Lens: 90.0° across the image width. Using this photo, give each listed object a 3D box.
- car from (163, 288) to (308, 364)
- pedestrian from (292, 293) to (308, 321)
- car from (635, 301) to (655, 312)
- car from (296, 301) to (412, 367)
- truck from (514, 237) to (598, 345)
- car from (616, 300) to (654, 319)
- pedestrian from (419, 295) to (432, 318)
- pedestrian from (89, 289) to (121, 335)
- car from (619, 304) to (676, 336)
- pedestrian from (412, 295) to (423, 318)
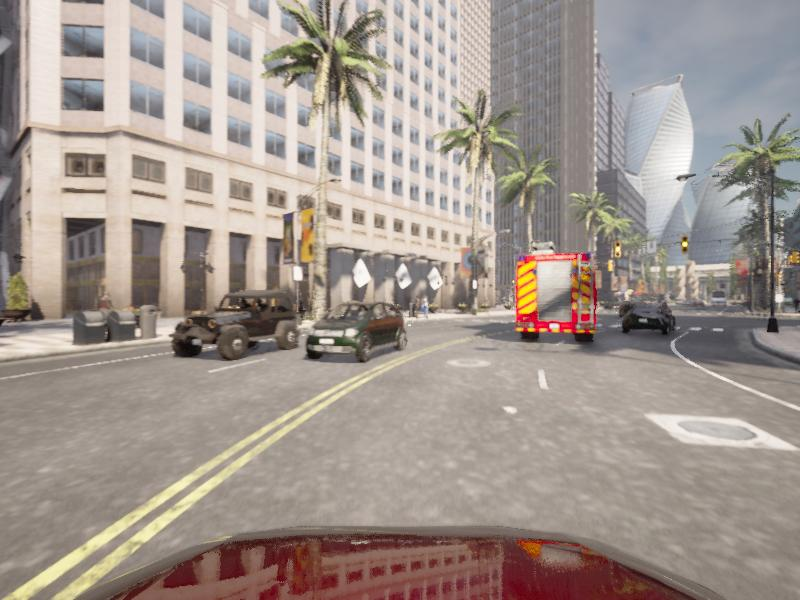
[{"bbox_3d":[-4.656,0.644,11.979,1.905,1.878,3.866,0,0,21],"label":"car"},{"bbox_3d":[-6.769,0.486,27.067,0.751,1.860,0.751,0,0,33],"label":"pedestrian"},{"bbox_3d":[36.900,0.896,60.138,1.801,1.575,5.366,0,0,40],"label":"car"},{"bbox_3d":[-1.132,0.817,11.564,1.789,1.549,3.705,0,0,22],"label":"car"},{"bbox_3d":[7.424,-0.305,18.649,2.891,3.827,8.468,0,0,24],"label":"truck"},{"bbox_3d":[21.715,0.822,36.832,2.152,1.651,5.027,0,0,40],"label":"car"},{"bbox_3d":[2.120,0.501,32.667,0.751,1.860,0.751,0,0,-35],"label":"pedestrian"},{"bbox_3d":[-12.238,0.474,16.606,0.751,1.860,0.751,0,0,15],"label":"pedestrian"},{"bbox_3d":[12.806,0.934,20.572,1.994,1.385,4.181,0,0,39],"label":"car"},{"bbox_3d":[1.425,0.500,32.655,0.751,1.860,0.751,0,0,-16],"label":"pedestrian"}]
